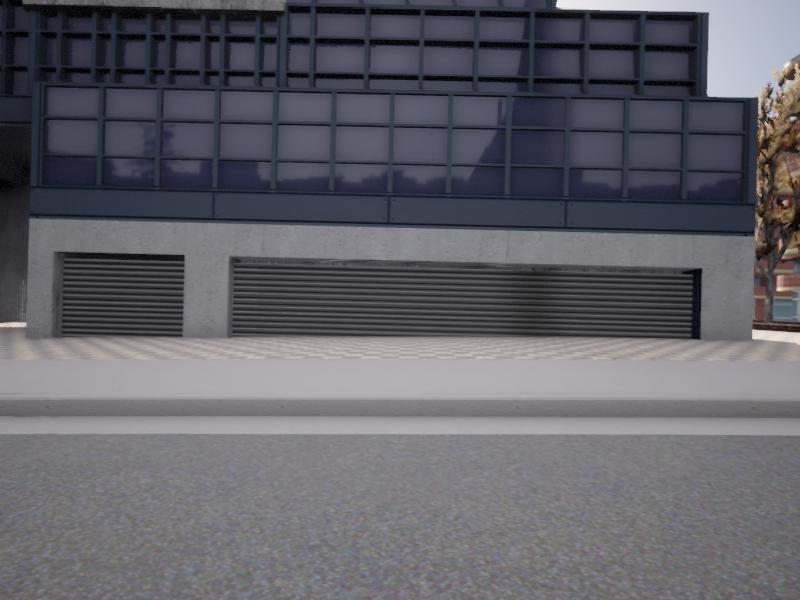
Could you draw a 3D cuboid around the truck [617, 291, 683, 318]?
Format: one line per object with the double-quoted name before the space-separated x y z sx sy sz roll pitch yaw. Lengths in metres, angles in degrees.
"truck" 39.166 0.710 62.841 8.468 3.827 2.891 2 0 0
